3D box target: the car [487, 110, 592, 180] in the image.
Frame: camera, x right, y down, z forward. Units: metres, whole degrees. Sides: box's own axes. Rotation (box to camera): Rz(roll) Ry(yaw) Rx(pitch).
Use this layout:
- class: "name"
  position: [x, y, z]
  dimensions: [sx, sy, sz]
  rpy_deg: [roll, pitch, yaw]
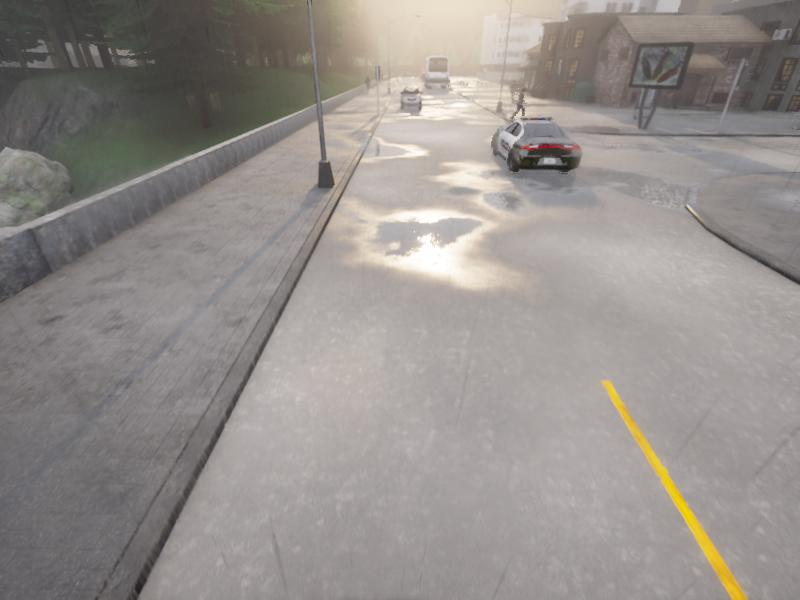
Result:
- class: "car"
  position: [4.567, -5.611, 14.064]
  dimensions: [2.038, 1.542, 4.974]
  rpy_deg: [0, 30, 1]

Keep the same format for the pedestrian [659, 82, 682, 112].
- class: "pedestrian"
  position: [19.878, -14.918, 29.385]
  dimensions: [0.751, 1.860, 0.751]
  rpy_deg: [25, 38, 36]

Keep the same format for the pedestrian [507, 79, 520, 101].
- class: "pedestrian"
  position: [10.680, -19.841, 37.797]
  dimensions: [0.751, 1.860, 0.751]
  rpy_deg: [-1, 30, -2]

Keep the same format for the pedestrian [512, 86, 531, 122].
- class: "pedestrian"
  position: [7.223, -11.668, 23.816]
  dimensions: [0.751, 1.860, 0.751]
  rpy_deg: [5, 31, 8]

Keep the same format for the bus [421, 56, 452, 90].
- class: "bus"
  position: [5.521, -35.540, 62.503]
  dimensions: [3.944, 4.253, 10.273]
  rpy_deg: [1, 30, 1]

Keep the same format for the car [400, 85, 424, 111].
- class: "car"
  position: [0.927, -16.622, 32.807]
  dimensions: [1.851, 1.617, 3.988]
  rpy_deg: [0, 30, 1]

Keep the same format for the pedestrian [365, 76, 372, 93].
- class: "pedestrian"
  position: [-3.937, -26.890, 49.852]
  dimensions: [0.751, 1.860, 0.751]
  rpy_deg: [1, 30, 1]
